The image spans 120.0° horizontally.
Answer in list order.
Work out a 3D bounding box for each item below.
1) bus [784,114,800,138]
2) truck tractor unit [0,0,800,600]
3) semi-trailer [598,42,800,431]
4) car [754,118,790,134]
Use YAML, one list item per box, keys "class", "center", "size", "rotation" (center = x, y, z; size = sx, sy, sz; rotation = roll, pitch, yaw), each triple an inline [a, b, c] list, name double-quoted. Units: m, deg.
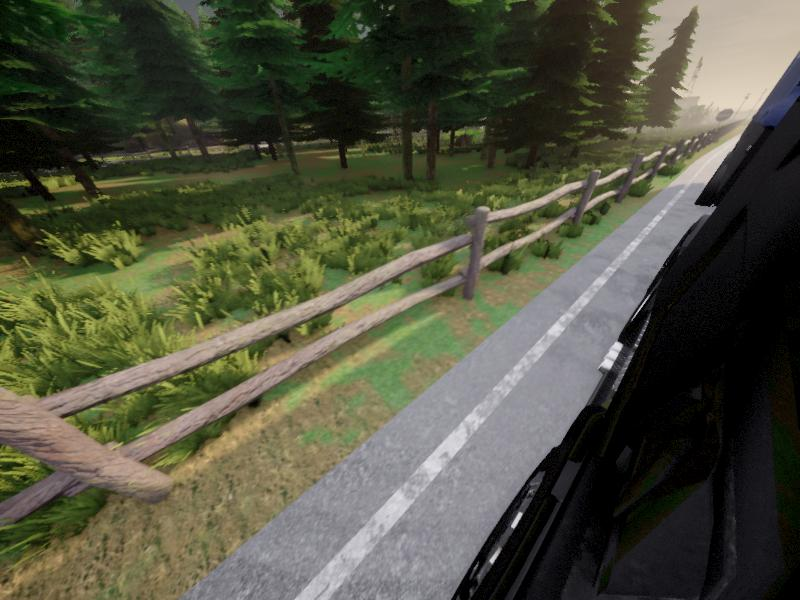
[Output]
- class: "bus"
  center: [45.938, -19.881, 24.314]
  size: [10.273, 4.253, 3.944]
  rotation: [-27, 43, -29]
- class: "truck tractor unit"
  center: [2.645, -0.295, 0.351]
  size: [6.516, 4.208, 3.053]
  rotation: [-28, 44, -30]
- class: "semi-trailer"
  center: [8.693, -3.587, 4.264]
  size: [14.254, 4.402, 2.717]
  rotation: [-28, 44, -30]
- class: "car"
  center: [49.030, -22.945, 30.465]
  size: [3.988, 1.617, 1.851]
  rotation: [-27, 43, -29]
